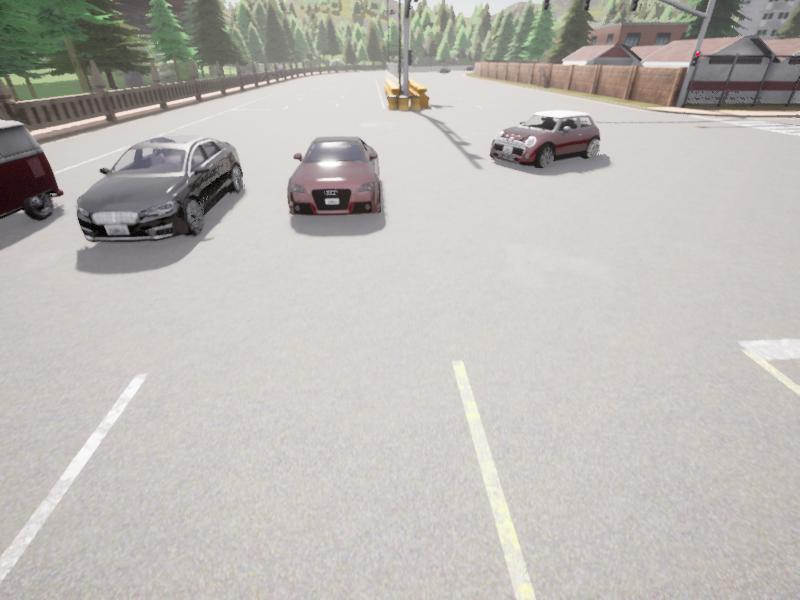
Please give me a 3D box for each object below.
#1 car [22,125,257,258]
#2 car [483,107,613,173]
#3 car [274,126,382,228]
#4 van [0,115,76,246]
[{"bbox_3d":[-4.945,-2.663,8.728,2.128,1.511,4.902,-2,31,-3],"label":"car"},{"bbox_3d":[4.982,-5.504,13.526,3.806,1.475,1.970,-19,36,-28],"label":"car"},{"bbox_3d":[-1.513,-3.188,9.752,1.994,1.385,4.181,-2,31,-3],"label":"car"},{"bbox_3d":[-8.323,-1.847,6.895,1.775,1.987,4.442,-2,31,-3],"label":"van"}]
